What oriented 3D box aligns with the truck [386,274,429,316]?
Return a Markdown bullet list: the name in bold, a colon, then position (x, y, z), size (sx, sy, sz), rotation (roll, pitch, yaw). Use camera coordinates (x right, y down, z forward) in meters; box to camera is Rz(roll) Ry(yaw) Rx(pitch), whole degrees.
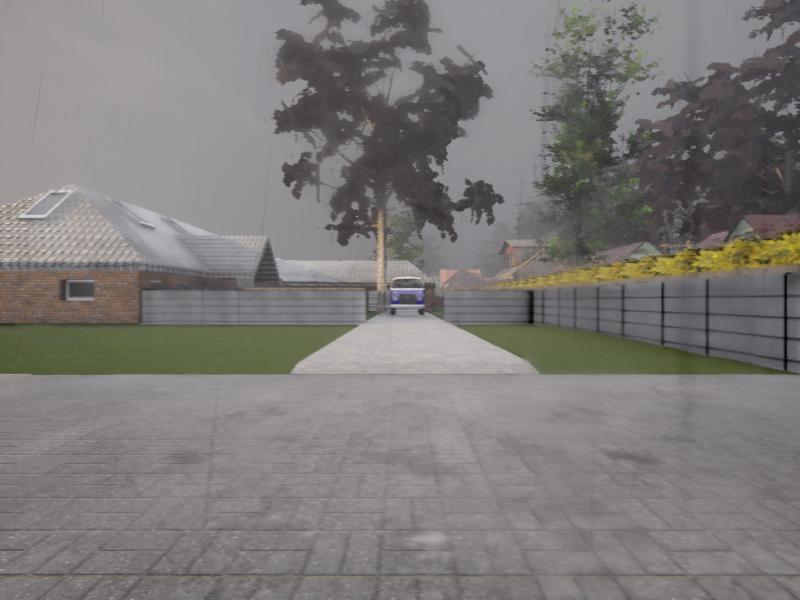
- **truck**: position (0.365, -0.220, 21.674), size (2.069, 2.038, 4.478), rotation (0, 0, 0)
